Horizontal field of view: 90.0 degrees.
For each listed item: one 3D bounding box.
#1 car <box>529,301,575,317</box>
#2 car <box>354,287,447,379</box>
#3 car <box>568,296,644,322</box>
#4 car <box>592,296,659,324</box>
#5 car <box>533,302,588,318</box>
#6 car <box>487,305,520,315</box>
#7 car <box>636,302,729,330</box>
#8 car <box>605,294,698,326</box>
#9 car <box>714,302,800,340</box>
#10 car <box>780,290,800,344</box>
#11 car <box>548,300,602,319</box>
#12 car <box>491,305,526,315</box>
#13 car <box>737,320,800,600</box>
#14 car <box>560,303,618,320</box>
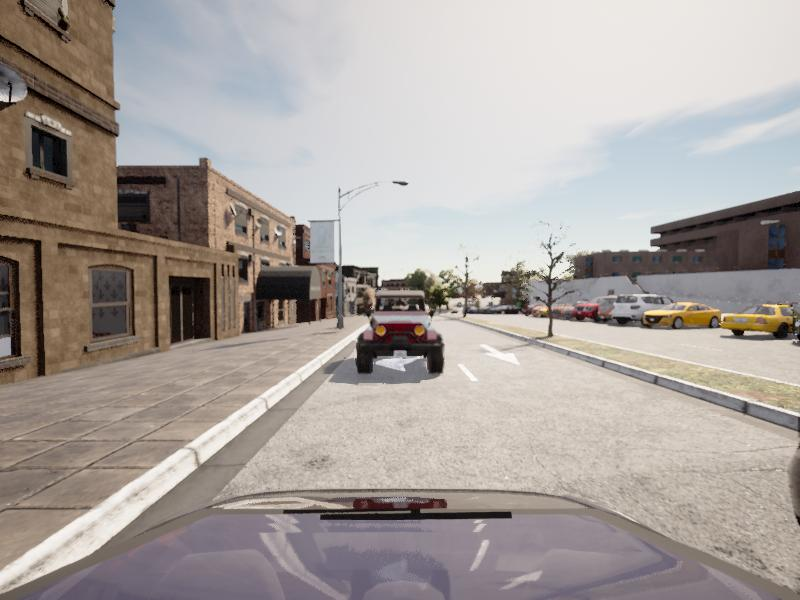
[{"bbox_3d":[17.029,1.031,44.899,4.553,1.767,2.185,1,-1,-20],"label":"car"},{"bbox_3d":[0.004,0.678,10.109,1.905,1.878,3.866,0,0,0],"label":"car"},{"bbox_3d":[16.959,0.729,32.972,5.566,2.045,2.435,1,0,-20],"label":"car"},{"bbox_3d":[16.873,0.725,29.969,4.442,1.987,1.878,1,0,-20],"label":"car"},{"bbox_3d":[16.820,1.096,41.843,5.366,1.575,1.946,1,-1,-20],"label":"car"},{"bbox_3d":[17.028,1.689,65.692,5.008,1.535,2.097,1,-2,-19],"label":"car"},{"bbox_3d":[16.976,0.913,24.054,5.008,1.535,2.097,1,0,-20],"label":"car"},{"bbox_3d":[17.002,0.678,27.047,5.566,2.045,2.435,1,-1,-20],"label":"car"},{"bbox_3d":[17.136,0.890,18.167,5.366,1.575,1.946,1,0,-20],"label":"car"},{"bbox_3d":[16.856,0.654,15.078,4.442,1.987,1.878,1,0,-20],"label":"car"},{"bbox_3d":[17.020,0.932,38.948,4.553,1.767,2.185,1,-1,-20],"label":"car"},{"bbox_3d":[17.021,1.596,62.732,5.008,1.535,2.097,1,-2,-20],"label":"car"},{"bbox_3d":[3.002,0.858,0.386,1.816,1.474,4.193,0,0,0],"label":"car"},{"bbox_3d":[16.987,1.055,35.961,4.674,1.452,2.002,1,-1,-20],"label":"car"}]
